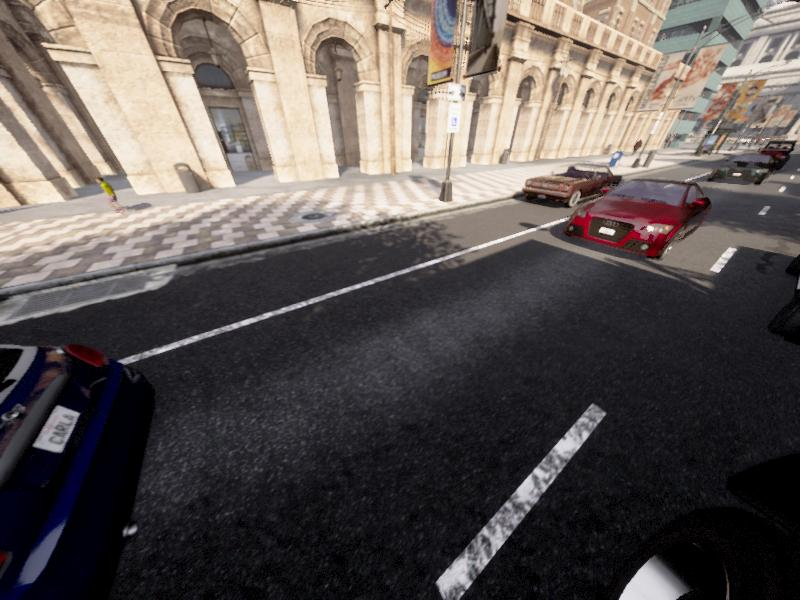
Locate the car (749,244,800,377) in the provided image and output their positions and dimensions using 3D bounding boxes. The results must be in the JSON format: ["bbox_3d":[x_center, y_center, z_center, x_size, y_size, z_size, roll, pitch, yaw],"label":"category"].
[{"bbox_3d":[6.992,-0.238,2.864,4.974,1.542,2.038,-21,40,-27],"label":"car"}]

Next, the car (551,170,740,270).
[{"bbox_3d":[6.291,-2.329,5.963,4.181,1.385,1.994,-21,40,-27],"label":"car"}]

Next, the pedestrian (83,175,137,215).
[{"bbox_3d":[-9.385,-3.413,7.526,0.500,1.100,0.500,-12,37,-16],"label":"pedestrian"}]

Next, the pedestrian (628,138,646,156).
[{"bbox_3d":[28.869,-18.648,28.156,0.751,1.860,0.751,-24,42,-30],"label":"pedestrian"}]

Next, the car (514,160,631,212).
[{"bbox_3d":[7.265,-4.932,9.691,4.718,1.301,1.895,-21,40,-27],"label":"car"}]

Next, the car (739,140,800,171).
[{"bbox_3d":[29.507,-11.511,18.341,3.866,1.878,1.905,-21,40,-27],"label":"car"}]

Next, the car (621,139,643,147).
[{"bbox_3d":[55.737,-37.840,55.514,4.902,1.511,2.128,-21,40,-27],"label":"car"}]

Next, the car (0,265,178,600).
[{"bbox_3d":[-3.528,1.420,0.634,3.806,1.475,1.970,-21,40,-27],"label":"car"}]

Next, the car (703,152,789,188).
[{"bbox_3d":[19.994,-7.622,13.358,4.181,1.385,1.994,-21,40,-27],"label":"car"}]
